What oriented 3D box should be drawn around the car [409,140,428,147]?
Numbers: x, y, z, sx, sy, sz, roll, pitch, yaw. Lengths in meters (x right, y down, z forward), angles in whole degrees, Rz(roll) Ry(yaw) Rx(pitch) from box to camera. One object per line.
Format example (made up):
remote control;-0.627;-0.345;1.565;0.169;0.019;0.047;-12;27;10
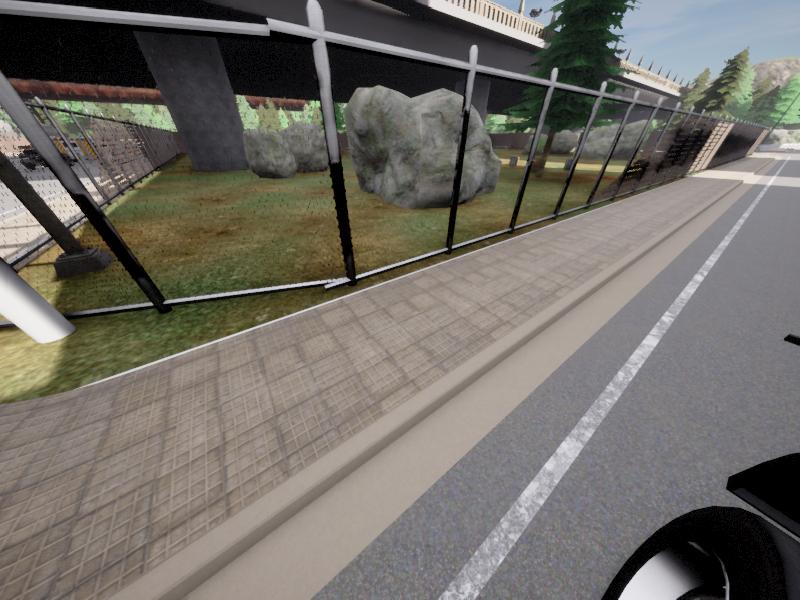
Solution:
car;5.535;-47.473;70.178;5.238;1.638;1.930;-9;36;-12
